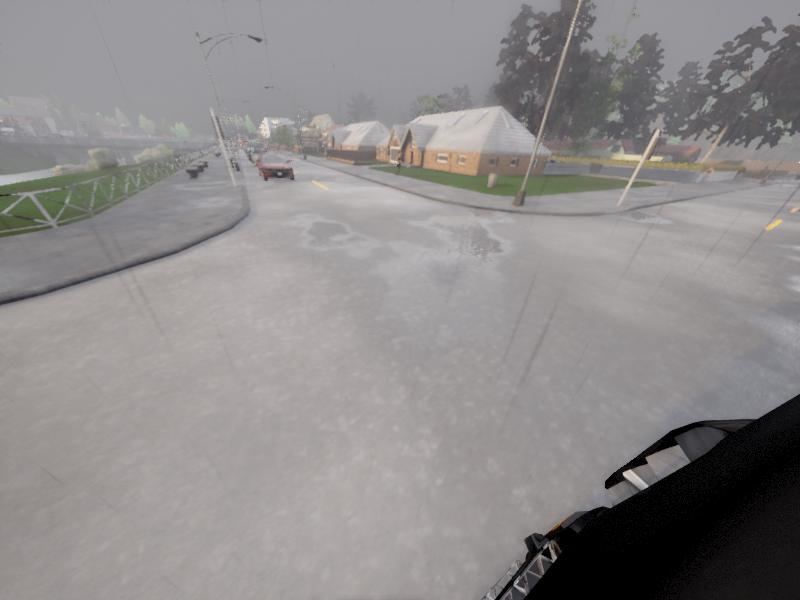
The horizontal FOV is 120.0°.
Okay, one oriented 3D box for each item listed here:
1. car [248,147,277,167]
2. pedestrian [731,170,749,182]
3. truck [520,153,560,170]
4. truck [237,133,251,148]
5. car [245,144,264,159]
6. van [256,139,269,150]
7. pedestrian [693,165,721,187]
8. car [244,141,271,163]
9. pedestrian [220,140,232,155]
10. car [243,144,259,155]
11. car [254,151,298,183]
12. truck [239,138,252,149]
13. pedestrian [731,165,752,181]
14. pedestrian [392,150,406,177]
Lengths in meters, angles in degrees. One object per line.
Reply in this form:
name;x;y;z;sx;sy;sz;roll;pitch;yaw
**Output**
car;-14.360;-14.876;24.023;2.007;1.525;4.514;-16;38;-26
pedestrian;46.059;-16.786;31.297;0.751;1.300;0.751;-13;36;-22
truck;21.874;-21.795;36.322;2.069;2.038;4.478;-16;38;-26
truck;-52.306;-53.346;77.293;2.891;3.827;8.468;-16;38;-26
car;-21.384;-21.847;33.970;1.851;1.617;3.988;-16;38;-26
van;-38.736;-43.749;65.049;2.351;2.431;6.366;-16;38;-26
pedestrian;30.282;-12.271;22.823;0.751;1.860;0.751;-15;37;-24
car;-17.845;-18.544;28.839;2.150;2.045;5.566;-16;38;-26
pedestrian;-26.894;-23.561;35.694;0.751;1.860;0.751;-10;36;-19
car;-28.121;-28.466;43.552;2.038;1.542;4.974;-16;38;-26
car;-8.680;-9.287;15.980;1.882;1.535;5.008;-16;38;-26
truck;-44.825;-45.371;67.021;2.627;2.467;5.204;-16;38;-26
pedestrian;49.057;-18.232;33.194;0.751;1.860;0.751;-16;38;-25
pedestrian;-0.082;-11.168;18.931;0.751;1.860;0.751;-17;38;-27
